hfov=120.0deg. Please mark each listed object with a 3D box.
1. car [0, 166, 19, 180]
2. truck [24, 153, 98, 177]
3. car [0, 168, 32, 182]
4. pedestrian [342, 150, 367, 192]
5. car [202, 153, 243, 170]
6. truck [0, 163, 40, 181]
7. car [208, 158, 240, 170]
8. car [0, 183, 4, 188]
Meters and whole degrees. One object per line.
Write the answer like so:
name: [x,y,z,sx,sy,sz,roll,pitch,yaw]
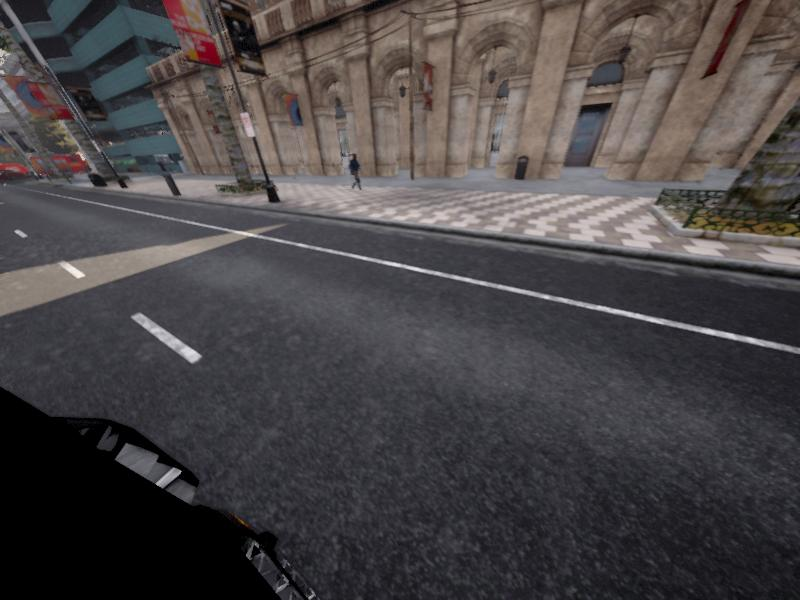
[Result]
car: [-75.896,-23.430,42.950,2.150,2.045,5.566,-14,35,-16]
truck: [-70.831,-28.683,48.758,2.891,3.827,8.468,-8,34,-7]
car: [-65.673,-21.014,38.770,2.097,1.767,4.553,-21,38,-24]
pedestrian: [-2.390,-6.817,12.251,0.751,1.860,0.751,15,38,25]
car: [-28.349,-22.153,36.928,5.566,2.045,2.435,16,38,25]
truck: [-72.360,-24.018,43.156,2.627,2.467,5.204,-14,35,-16]
car: [-28.281,-21.814,37.121,4.514,1.523,2.007,16,38,25]
car: [-50.995,-14.437,28.069,4.902,1.511,2.128,16,38,26]
